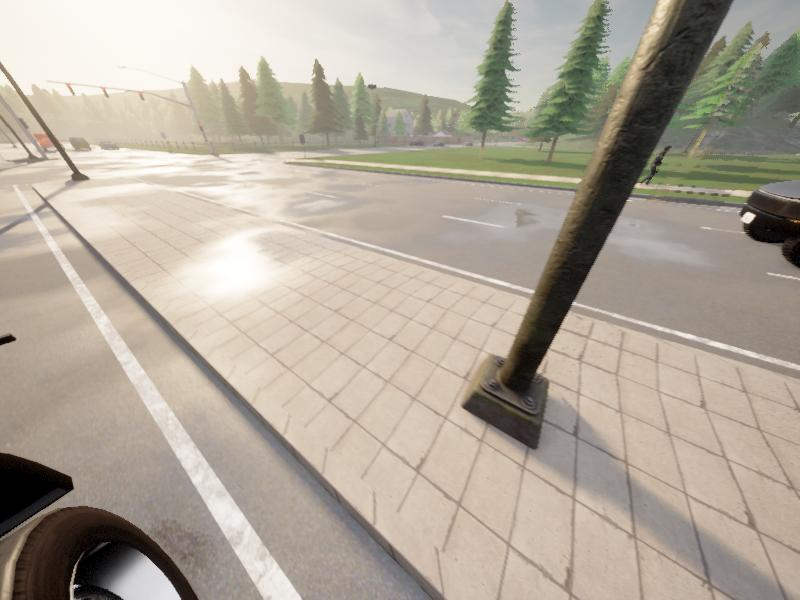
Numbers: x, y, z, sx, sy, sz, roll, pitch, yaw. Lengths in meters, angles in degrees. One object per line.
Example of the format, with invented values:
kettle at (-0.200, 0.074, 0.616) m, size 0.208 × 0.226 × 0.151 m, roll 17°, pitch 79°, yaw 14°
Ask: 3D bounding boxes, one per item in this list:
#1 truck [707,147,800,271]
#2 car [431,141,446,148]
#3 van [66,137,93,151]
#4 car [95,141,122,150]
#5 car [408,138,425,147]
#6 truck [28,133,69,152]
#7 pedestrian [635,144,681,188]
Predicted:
truck at (10.965, -1.249, 3.945) m, size 6.274 × 2.098 × 2.390 m, roll 22°, pitch 40°, yaw 27°
car at (10.432, -42.164, 62.489) m, size 1.837 × 1.490 × 4.892 m, roll 22°, pitch 41°, yaw 28°
van at (-59.601, -29.051, 42.920) m, size 4.442 × 1.987 × 1.775 m, roll 22°, pitch 40°, yaw 27°
car at (-57.042, -30.242, 45.133) m, size 5.357 × 1.411 × 2.033 m, roll 22°, pitch 40°, yaw 27°
car at (4.859, -44.849, 65.789) m, size 2.150 × 2.045 × 5.566 m, roll 22°, pitch 41°, yaw 28°
truck at (-60.988, -27.360, 40.090) m, size 5.204 × 2.467 × 2.627 m, roll 22°, pitch 40°, yaw 27°
pedestrian at (13.181, -6.897, 11.873) m, size 0.751 × 1.860 × 0.751 m, roll 22°, pitch 40°, yaw 27°
